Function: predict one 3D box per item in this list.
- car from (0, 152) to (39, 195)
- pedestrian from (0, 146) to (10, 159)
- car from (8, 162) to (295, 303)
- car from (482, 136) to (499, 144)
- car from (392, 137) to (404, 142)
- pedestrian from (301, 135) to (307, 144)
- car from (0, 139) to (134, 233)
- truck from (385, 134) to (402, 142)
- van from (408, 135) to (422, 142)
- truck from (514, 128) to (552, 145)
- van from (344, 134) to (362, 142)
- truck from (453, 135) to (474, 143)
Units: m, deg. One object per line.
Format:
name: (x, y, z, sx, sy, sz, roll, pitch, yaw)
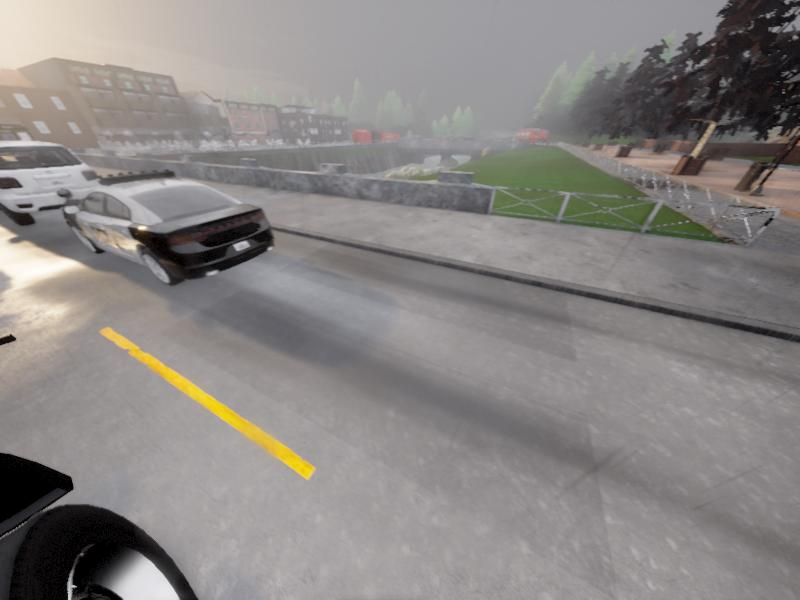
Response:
car: (-19.903, -5.979, 10.772, 4.514, 1.525, 2.007, 16, 39, 21)
pedestrian: (-40.277, -15.054, 22.812, 0.751, 1.860, 0.751, -20, 40, -25)
car: (-5.132, -1.788, 4.908, 5.238, 1.638, 1.930, 16, 38, 21)
car: (28.710, -50.791, 73.237, 4.605, 1.855, 1.932, 16, 39, 21)
car: (-0.705, -59.044, 85.004, 3.806, 1.475, 1.970, 16, 39, 21)
pedestrian: (-24.185, -40.233, 58.059, 0.751, 1.860, 0.751, 16, 39, 21)
car: (-12.118, -3.956, 7.546, 5.566, 2.045, 2.150, 16, 39, 21)
truck: (-2.202, -57.320, 81.663, 5.204, 2.467, 2.627, 16, 39, 21)
van: (5.275, -57.568, 82.466, 4.442, 1.987, 1.775, 16, 39, 21)
truck: (37.482, -46.470, 65.579, 8.468, 3.827, 2.891, 16, 39, 21)
van: (-17.846, -61.798, 87.855, 6.366, 2.431, 2.351, 16, 39, 21)
truck: (20.940, -53.116, 76.242, 6.274, 2.098, 2.390, 16, 39, 21)
